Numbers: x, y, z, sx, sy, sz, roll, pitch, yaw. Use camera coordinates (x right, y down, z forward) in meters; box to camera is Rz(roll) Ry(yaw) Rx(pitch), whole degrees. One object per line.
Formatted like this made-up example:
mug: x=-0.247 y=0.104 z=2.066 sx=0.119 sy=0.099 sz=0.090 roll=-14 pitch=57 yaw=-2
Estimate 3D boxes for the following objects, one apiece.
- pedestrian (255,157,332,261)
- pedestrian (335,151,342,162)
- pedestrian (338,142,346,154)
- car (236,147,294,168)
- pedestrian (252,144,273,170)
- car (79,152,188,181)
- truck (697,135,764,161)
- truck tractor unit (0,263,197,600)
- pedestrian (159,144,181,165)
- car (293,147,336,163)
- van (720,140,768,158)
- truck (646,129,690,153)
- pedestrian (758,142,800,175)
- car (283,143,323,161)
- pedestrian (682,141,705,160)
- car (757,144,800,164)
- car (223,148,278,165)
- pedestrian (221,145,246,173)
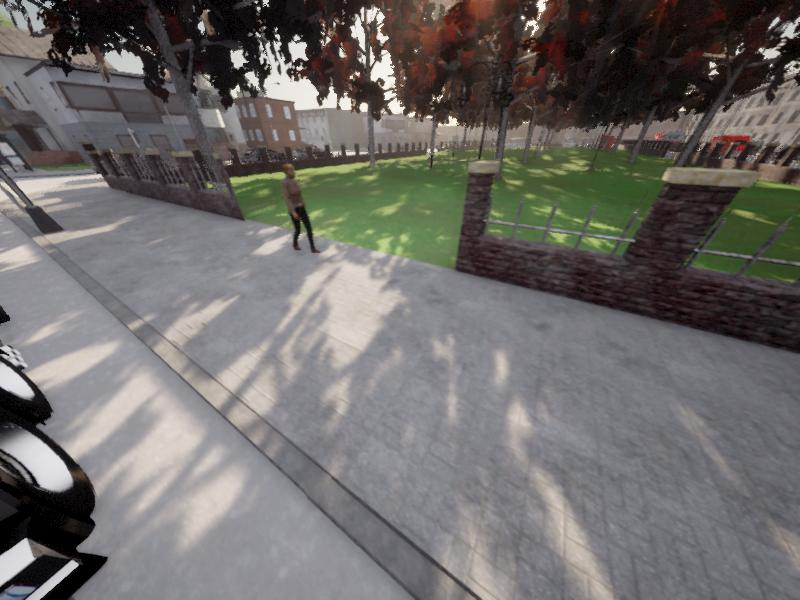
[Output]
pedestrian: x=-2.148 y=-1.900 z=4.898 sx=0.751 sy=1.860 sz=0.751 roll=16 pitch=38 yaw=23
pedestrian: x=-7.276 y=-17.040 z=27.360 sx=0.500 sy=1.100 sz=0.500 roll=-30 pitch=44 yaw=-35
pedestrian: x=-10.457 y=-27.414 z=41.612 sx=0.751 sy=1.860 sz=0.751 roll=24 pitch=41 yaw=30
car: x=-14.432 y=-15.578 z=25.086 sx=2.033 sy=1.649 sz=4.856 roll=17 pitch=39 yaw=24
pedestrian: x=-11.933 y=-12.385 z=20.049 sx=0.751 sy=1.860 sz=0.751 roll=19 pitch=39 yaw=25
car: x=-20.027 y=-10.336 z=17.708 sx=2.128 sy=1.511 sz=4.902 roll=18 pitch=39 yaw=24
truck: x=41.176 y=-19.199 z=29.066 sx=2.627 sy=2.467 sz=5.204 roll=19 pitch=39 yaw=25
truck tractor unit: x=-5.109 y=-0.304 z=0.782 sx=6.516 sy=4.208 sz=3.053 roll=18 pitch=39 yaw=24
pedestrian: x=-24.564 y=-15.569 z=24.719 sx=0.751 sy=1.860 sz=0.751 roll=19 pitch=39 yaw=25
car: x=-10.884 y=-18.898 z=29.926 sx=2.128 sy=1.511 sz=4.902 roll=17 pitch=38 yaw=23
van: x=48.230 y=-21.365 z=32.532 sx=1.775 sy=1.987 sz=4.442 roll=18 pitch=39 yaw=25
truck: x=54.562 y=-32.607 z=47.395 sx=2.891 sy=3.827 sz=8.468 roll=18 pitch=39 yaw=25
pedestrian: x=25.797 y=-9.537 z=15.621 sx=0.751 sy=1.860 sz=0.751 roll=18 pitch=39 yaw=25
car: x=-13.526 y=-20.907 z=32.514 sx=1.932 sy=1.855 sz=4.605 roll=20 pitch=40 yaw=27
pedestrian: x=33.659 y=-17.169 z=26.516 sx=0.751 sy=1.860 sz=0.751 roll=18 pitch=39 yaw=25
car: x=43.041 y=-16.181 z=25.443 sx=2.033 sy=1.649 sz=4.856 roll=18 pitch=39 yaw=25
car: x=-17.584 y=-17.168 z=27.499 sx=2.128 sy=1.511 sz=4.902 roll=18 pitch=39 yaw=25
pedestrian: x=-13.183 y=-11.196 z=18.353 sx=0.751 sy=1.860 sz=0.751 roll=20 pitch=40 yaw=26
